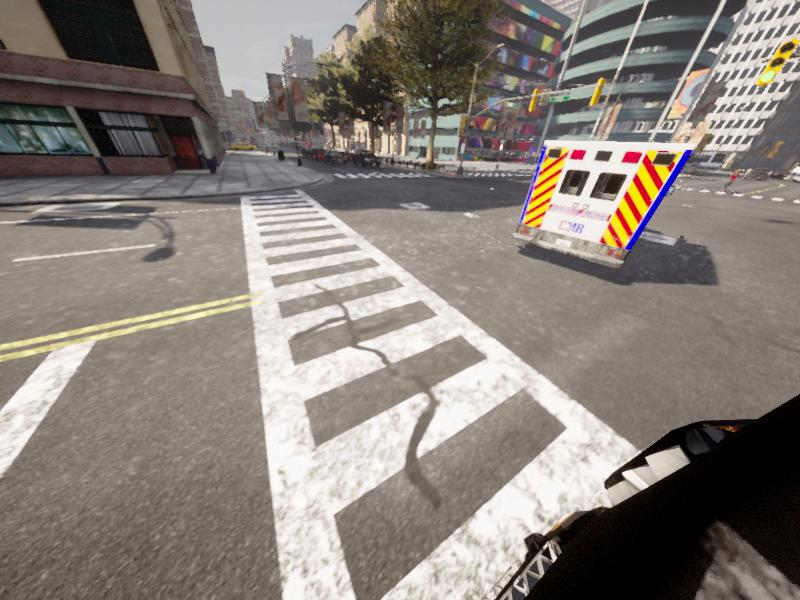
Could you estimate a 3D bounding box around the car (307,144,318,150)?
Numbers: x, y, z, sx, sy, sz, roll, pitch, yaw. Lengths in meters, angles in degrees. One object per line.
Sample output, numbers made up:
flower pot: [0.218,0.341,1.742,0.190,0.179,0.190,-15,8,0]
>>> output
car: [-30.464,-53.194,80.374,1.845,1.501,3.633,-24,42,-34]

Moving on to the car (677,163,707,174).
car: [68.524,-30.970,54.346,1.905,1.878,3.866,7,34,7]

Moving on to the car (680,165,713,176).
car: [63.472,-27.877,49.583,1.801,1.575,5.366,14,35,16]

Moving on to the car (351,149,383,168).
car: [-4.152,-17.627,28.697,2.242,1.667,4.611,-16,38,-26]

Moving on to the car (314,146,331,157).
car: [-14.502,-27.785,43.255,1.851,1.617,3.988,-16,38,-26]

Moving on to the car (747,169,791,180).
car: [72.845,-24.859,45.726,2.038,1.542,4.974,14,35,16]

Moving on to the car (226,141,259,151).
car: [-33.693,-33.026,49.670,1.801,1.575,5.366,27,41,32]

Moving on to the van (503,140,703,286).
van: [5.872,-2.930,6.644,6.366,2.431,2.351,-26,44,-37]

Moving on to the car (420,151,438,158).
car: [7.824,-39.640,62.824,2.161,1.482,4.786,-16,38,-26]

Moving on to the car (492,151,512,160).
car: [33.588,-47.626,76.193,2.435,2.045,5.566,-16,38,-26]

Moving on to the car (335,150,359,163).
car: [-7.808,-21.090,33.904,1.994,1.385,4.181,-16,38,-26]

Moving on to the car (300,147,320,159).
car: [-14.787,-24.147,37.850,1.837,1.490,4.892,-16,38,-27]

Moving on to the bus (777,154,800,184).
bus: [66.769,-20.309,35.972,3.944,4.253,10.273,23,38,27]

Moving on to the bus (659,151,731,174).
bus: [72.401,-34.185,57.334,3.944,4.253,10.273,1,34,-3]

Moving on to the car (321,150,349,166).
car: [-8.084,-17.605,28.561,1.812,1.442,4.674,-16,38,-26]

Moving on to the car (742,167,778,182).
car: [59.326,-20.747,38.193,1.905,1.878,3.866,29,41,33]

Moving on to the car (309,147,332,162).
car: [-11.468,-20.925,33.224,2.007,1.525,4.514,-16,38,-26]

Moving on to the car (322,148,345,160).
car: [-11.159,-24.454,38.583,2.128,1.511,4.902,-16,38,-26]

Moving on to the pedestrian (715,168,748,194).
pedestrian: [28.757,-10.323,20.058,0.751,1.860,0.751,-18,39,-28]

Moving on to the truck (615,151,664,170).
truck: [65.073,-38.195,63.191,2.891,3.827,8.468,-3,34,-9]

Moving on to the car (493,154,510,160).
car: [33.542,-47.329,76.451,2.007,1.523,4.514,-16,38,-26]

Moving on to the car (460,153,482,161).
car: [17.224,-34.951,56.423,2.128,1.511,4.902,-16,38,-26]
